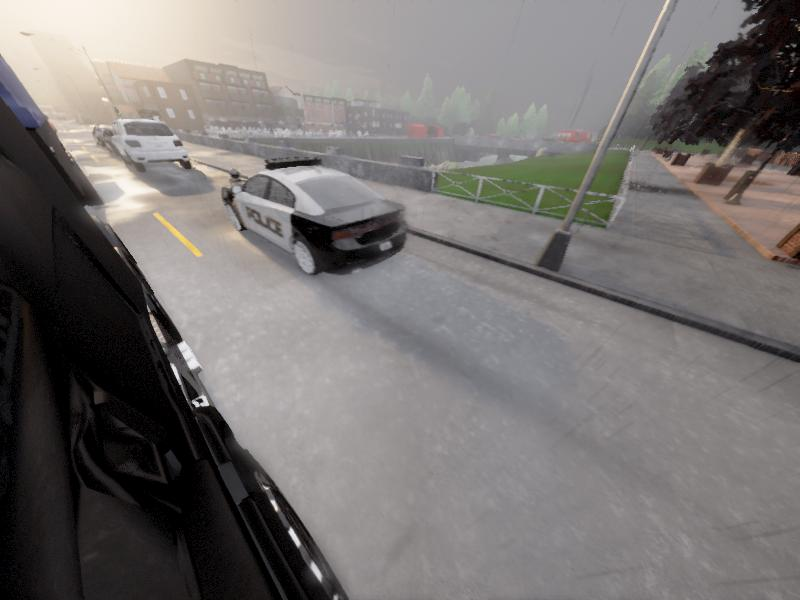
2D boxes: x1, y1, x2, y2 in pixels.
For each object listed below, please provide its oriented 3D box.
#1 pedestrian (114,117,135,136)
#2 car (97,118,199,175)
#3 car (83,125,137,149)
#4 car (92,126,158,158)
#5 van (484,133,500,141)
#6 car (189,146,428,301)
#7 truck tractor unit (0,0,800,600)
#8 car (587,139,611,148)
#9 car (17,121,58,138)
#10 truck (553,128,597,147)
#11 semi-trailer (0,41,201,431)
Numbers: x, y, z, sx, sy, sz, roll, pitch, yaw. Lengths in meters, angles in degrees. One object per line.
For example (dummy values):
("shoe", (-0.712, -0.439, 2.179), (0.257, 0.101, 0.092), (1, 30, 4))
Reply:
("pedestrian", (-34.850, -21.943, 29.263), (0.751, 1.860, 0.751), (-4, 37, -9))
("car", (-13.112, -8.079, 11.996), (5.566, 2.045, 2.150), (28, 43, 30))
("car", (-25.064, -14.132, 19.960), (5.357, 1.411, 2.033), (28, 43, 30))
("car", (-19.065, -11.014, 16.023), (4.514, 1.525, 2.007), (28, 43, 30))
("van", (31.043, -55.021, 77.950), (4.442, 1.987, 1.775), (28, 43, 30))
("car", (-2.190, -2.135, 5.016), (5.238, 1.638, 1.930), (28, 44, 30))
("truck tractor unit", (-2.645, -0.295, 0.351), (6.516, 4.208, 3.053), (28, 44, 30))
("car", (54.147, -42.732, 62.930), (4.605, 1.855, 1.932), (28, 43, 30))
("car", (-39.454, -18.616, 25.190), (4.718, 1.301, 1.895), (28, 43, 30))
("truck", (47.241, -44.078, 62.674), (8.468, 3.827, 2.891), (28, 43, 30))
("semi-trailer", (-8.701, -3.591, 4.242), (14.254, 4.402, 2.717), (28, 43, 30))
